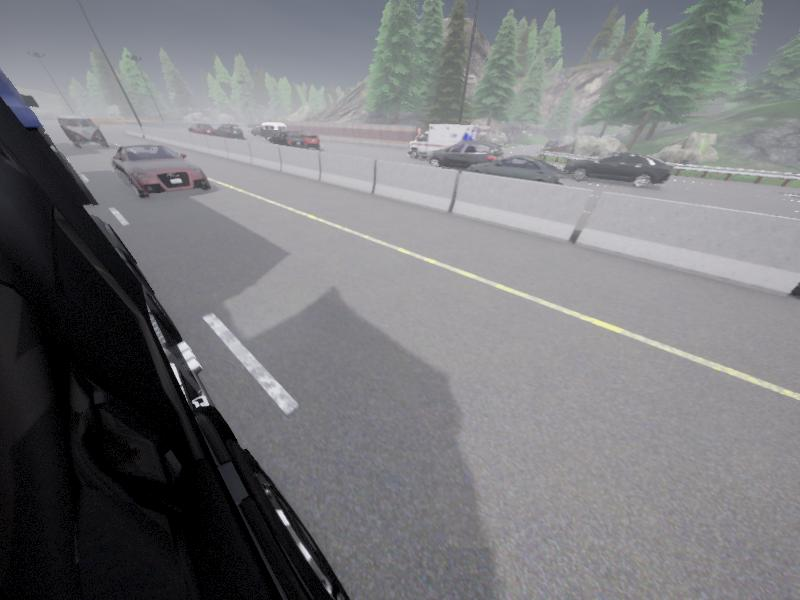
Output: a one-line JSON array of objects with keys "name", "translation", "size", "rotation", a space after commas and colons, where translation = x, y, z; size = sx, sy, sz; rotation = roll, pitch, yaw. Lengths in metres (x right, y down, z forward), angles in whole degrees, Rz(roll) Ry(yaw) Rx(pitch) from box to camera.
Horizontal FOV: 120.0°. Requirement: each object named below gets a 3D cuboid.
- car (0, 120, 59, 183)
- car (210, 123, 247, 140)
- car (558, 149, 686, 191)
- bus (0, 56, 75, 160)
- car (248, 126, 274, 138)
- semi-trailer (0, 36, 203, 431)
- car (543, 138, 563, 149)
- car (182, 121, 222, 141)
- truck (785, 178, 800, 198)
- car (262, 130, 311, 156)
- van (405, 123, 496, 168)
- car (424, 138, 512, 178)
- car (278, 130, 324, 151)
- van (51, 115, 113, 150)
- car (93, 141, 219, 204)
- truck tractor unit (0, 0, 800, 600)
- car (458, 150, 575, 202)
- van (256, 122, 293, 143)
[{"name": "car", "translation": [-16.207, -6.026, 9.225], "size": [4.553, 1.767, 2.097], "rotation": [26, 43, 28]}, {"name": "car", "translation": [-23.427, -22.981, 31.542], "size": [4.611, 1.667, 2.242], "rotation": [27, 43, 29]}, {"name": "car", "translation": [12.307, -7.574, 13.246], "size": [4.892, 1.490, 1.837], "rotation": [27, 43, 29]}, {"name": "bus", "translation": [-24.862, -11.470, 13.925], "size": [10.273, 4.253, 3.944], "rotation": [27, 43, 29]}, {"name": "car", "translation": [-23.243, -28.176, 38.656], "size": [3.806, 1.475, 1.970], "rotation": [27, 43, 29]}, {"name": "semi-trailer", "translation": [-8.757, -3.558, 4.178], "size": [14.254, 4.402, 2.717], "rotation": [27, 43, 29]}, {"name": "car", "translation": [28.689, -29.324, 43.265], "size": [2.128, 1.511, 4.902], "rotation": [25, 42, 27]}, {"name": "car", "translation": [-24.524, -20.909, 28.605], "size": [4.553, 1.767, 2.097], "rotation": [27, 43, 29]}, {"name": "truck", "translation": [22.806, -5.345, 10.083], "size": [5.204, 2.467, 2.627], "rotation": [27, 43, 29]}, {"name": "car", "translation": [-9.547, -13.260, 19.489], "size": [3.705, 1.549, 1.789], "rotation": [27, 43, 28]}, {"name": "van", "translation": [3.677, -12.308, 18.275], "size": [6.366, 2.431, 2.351], "rotation": [27, 43, 29]}, {"name": "car", "translation": [4.127, -9.092, 14.639], "size": [4.611, 1.667, 2.242], "rotation": [27, 43, 29]}, {"name": "car", "translation": [-10.008, -16.159, 23.352], "size": [4.514, 1.525, 2.007], "rotation": [27, 43, 29]}, {"name": "van", "translation": [-24.418, -12.910, 17.765], "size": [4.442, 1.987, 1.775], "rotation": [27, 43, 29]}, {"name": "car", "translation": [-8.856, -4.808, 8.390], "size": [4.181, 1.385, 1.994], "rotation": [27, 43, 29]}, {"name": "truck tractor unit", "translation": [-2.645, -0.295, 0.352], "size": [6.516, 4.208, 3.053], "rotation": [28, 44, 30]}, {"name": "car", "translation": [5.115, -5.795, 10.546], "size": [4.181, 1.385, 1.994], "rotation": [27, 43, 29]}, {"name": "van", "translation": [-16.835, -22.485, 30.966], "size": [4.480, 2.038, 2.069], "rotation": [27, 43, 29]}]
